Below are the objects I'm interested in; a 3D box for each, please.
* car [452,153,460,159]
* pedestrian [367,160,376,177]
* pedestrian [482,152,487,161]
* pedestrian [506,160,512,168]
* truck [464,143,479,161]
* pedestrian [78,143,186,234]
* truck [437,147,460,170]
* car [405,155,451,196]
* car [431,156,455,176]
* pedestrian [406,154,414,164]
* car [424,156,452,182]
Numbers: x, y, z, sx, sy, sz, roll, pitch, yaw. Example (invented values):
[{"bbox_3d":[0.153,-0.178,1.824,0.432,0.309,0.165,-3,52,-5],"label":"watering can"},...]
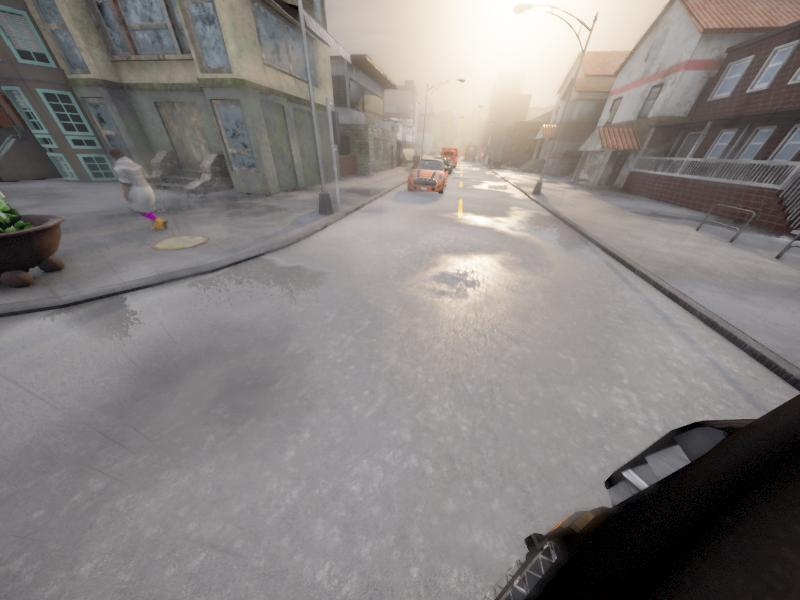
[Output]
[{"bbox_3d":[17.387,-44.711,71.588,2.033,1.411,5.357,9,34,9],"label":"car"},{"bbox_3d":[-2.293,-10.535,18.490,0.500,1.100,0.500,27,41,32],"label":"pedestrian"},{"bbox_3d":[22.860,-38.795,62.413,0.751,1.860,0.751,-8,35,-15],"label":"pedestrian"},{"bbox_3d":[17.245,-21.413,36.403,0.500,1.100,0.500,8,34,8],"label":"pedestrian"},{"bbox_3d":[19.300,-40.237,62.769,2.891,3.827,8.468,9,34,9],"label":"truck"},{"bbox_3d":[-6.214,-2.616,5.536,0.751,1.860,0.751,-1,34,-6],"label":"pedestrian"},{"bbox_3d":[6.912,-20.157,32.710,2.627,2.467,5.204,9,34,9],"label":"truck"},{"bbox_3d":[1.873,-7.904,14.429,2.097,1.767,4.553,9,34,9],"label":"car"},{"bbox_3d":[4.832,-14.860,25.407,2.038,1.542,4.974,9,34,9],"label":"car"},{"bbox_3d":[1.488,-21.503,35.173,0.751,1.300,0.751,28,41,33],"label":"pedestrian"},{"bbox_3d":[3.330,-11.315,19.865,1.851,1.617,3.988,9,34,9],"label":"car"}]
